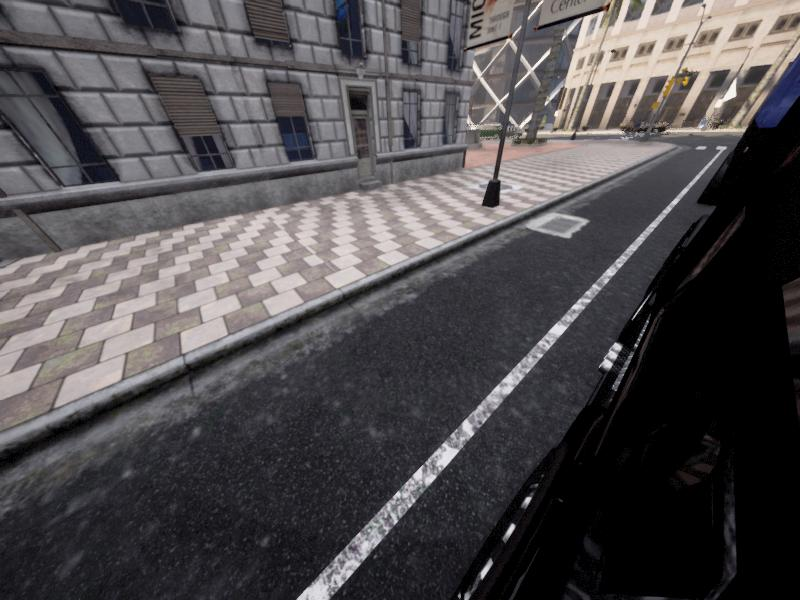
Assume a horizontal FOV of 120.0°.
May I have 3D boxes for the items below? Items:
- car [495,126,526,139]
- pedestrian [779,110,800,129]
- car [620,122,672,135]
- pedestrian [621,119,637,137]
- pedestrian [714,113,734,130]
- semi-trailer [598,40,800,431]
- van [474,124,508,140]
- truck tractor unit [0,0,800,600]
[{"bbox_3d":[18.358,-27.973,38.523,3.988,1.617,1.851,22,43,29],"label":"car"},{"bbox_3d":[49.194,-22.664,28.984,0.751,1.860,0.751,-32,46,-33],"label":"pedestrian"},{"bbox_3d":[34.708,-24.228,32.751,1.895,1.301,4.718,-28,43,-30],"label":"car"},{"bbox_3d":[29.843,-22.415,30.122,0.751,1.860,0.751,-28,43,-29],"label":"pedestrian"},{"bbox_3d":[45.580,-25.157,32.542,0.751,1.860,0.751,26,45,33],"label":"pedestrian"},{"bbox_3d":[8.696,-3.608,4.228,14.254,4.402,2.717,-28,44,-30],"label":"semi-trailer"},{"bbox_3d":[14.570,-27.026,37.181,4.442,1.987,1.775,18,41,26],"label":"van"},{"bbox_3d":[2.645,-0.295,0.351,6.516,4.208,3.053,-28,44,-30],"label":"truck tractor unit"}]
